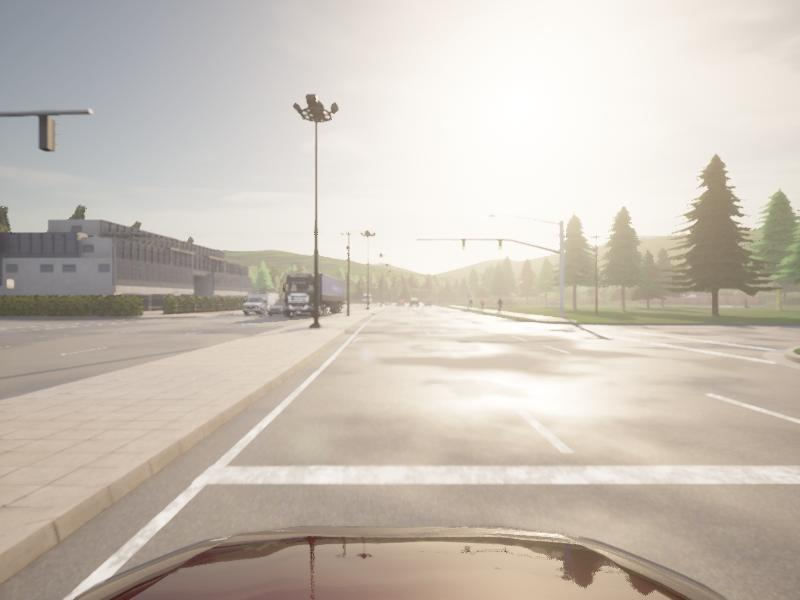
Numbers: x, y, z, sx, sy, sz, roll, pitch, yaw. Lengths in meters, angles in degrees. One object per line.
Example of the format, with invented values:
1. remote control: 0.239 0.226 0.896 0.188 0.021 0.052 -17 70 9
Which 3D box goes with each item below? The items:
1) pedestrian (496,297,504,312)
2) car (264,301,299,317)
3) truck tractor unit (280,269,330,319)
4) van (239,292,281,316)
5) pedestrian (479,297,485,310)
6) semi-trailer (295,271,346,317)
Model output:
1. pedestrian: 11.995 0.531 47.971 0.751 1.860 0.751 0 0 3
2. car: -12.073 0.862 41.140 2.038 1.542 4.974 0 0 1
3. truck tractor unit: -8.595 -0.484 37.074 3.053 4.208 6.516 0 0 0
4. van: -15.534 0.421 44.833 2.351 2.431 6.366 0 0 1
5. pedestrian: 12.301 0.542 59.732 0.751 1.860 0.751 0 0 2
6. semi-trailer: -8.524 -0.573 44.986 2.717 4.402 14.254 0 0 1
